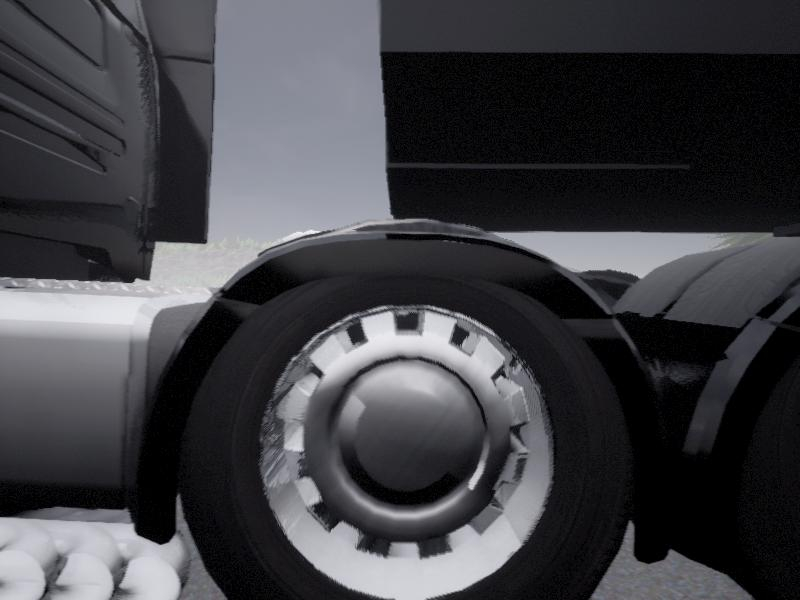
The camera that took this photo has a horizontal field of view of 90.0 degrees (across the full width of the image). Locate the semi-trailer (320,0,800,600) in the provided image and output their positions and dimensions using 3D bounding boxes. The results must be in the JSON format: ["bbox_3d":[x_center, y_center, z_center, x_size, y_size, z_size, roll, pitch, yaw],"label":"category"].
[{"bbox_3d":[6.959,-1.230,2.190,14.254,4.402,2.717,0,0,0],"label":"semi-trailer"}]

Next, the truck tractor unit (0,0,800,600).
[{"bbox_3d":[-0.957,-1.124,2.206,6.516,4.208,3.053,0,0,0],"label":"truck tractor unit"}]

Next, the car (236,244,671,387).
[{"bbox_3d":[0.619,0.180,5.699,5.027,1.651,2.152,0,0,0],"label":"car"}]

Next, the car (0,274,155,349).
[{"bbox_3d":[-8.499,0.242,9.205,4.514,1.525,2.007,0,0,0],"label":"car"}]

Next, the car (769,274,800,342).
[{"bbox_3d":[12.007,0.182,9.193,5.366,1.575,1.801,0,0,0],"label":"car"}]
